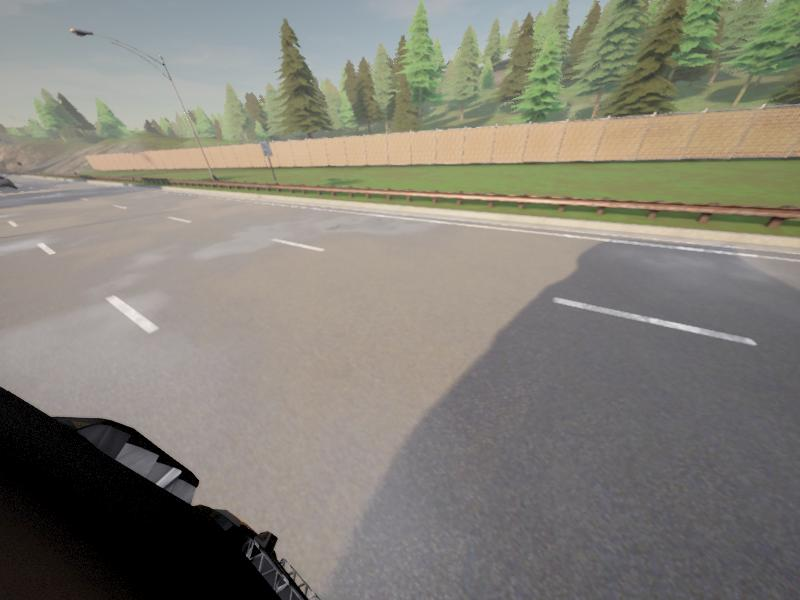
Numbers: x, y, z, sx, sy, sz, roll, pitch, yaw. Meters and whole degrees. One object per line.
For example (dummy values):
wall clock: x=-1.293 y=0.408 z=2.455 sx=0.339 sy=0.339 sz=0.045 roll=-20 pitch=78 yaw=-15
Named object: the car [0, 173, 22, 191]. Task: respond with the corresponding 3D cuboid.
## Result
car: x=-43.000 y=-12.518 z=24.494 sx=4.902 sy=1.511 sz=2.128 roll=16 pitch=38 yaw=26
